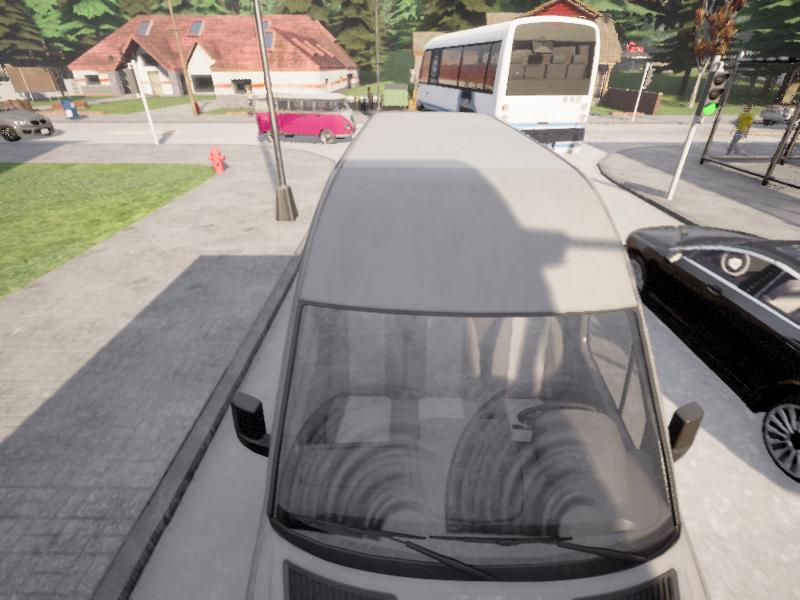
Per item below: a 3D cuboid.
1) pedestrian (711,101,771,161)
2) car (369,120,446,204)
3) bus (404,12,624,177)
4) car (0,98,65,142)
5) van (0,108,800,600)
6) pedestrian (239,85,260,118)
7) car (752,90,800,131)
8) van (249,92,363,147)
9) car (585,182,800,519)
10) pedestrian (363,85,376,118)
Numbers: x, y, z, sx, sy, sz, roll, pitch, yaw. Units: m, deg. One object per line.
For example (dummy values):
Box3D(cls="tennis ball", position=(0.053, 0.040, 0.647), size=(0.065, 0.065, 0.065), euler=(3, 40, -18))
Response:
Box3D(cls="pedestrian", position=(11.859, -5.896, 13.982), size=(0.751, 1.860, 0.751), euler=(0, 30, 0))
Box3D(cls="car", position=(0.064, -4.075, 11.433), size=(1.789, 1.549, 3.705), euler=(-2, 30, -4))
Box3D(cls="bus", position=(3.269, -8.487, 16.304), size=(3.944, 4.253, 10.273), euler=(-6, 31, -11))
Box3D(cls="car", position=(-19.239, -8.510, 18.867), size=(4.611, 1.667, 2.242), euler=(0, 30, 1))
Box3D(cls="van", position=(0.336, 0.038, 3.429), size=(1.988, 2.561, 5.915), euler=(1, 30, 1))
Box3D(cls="pedestrian", position=(-9.710, -12.859, 25.874), size=(0.751, 1.860, 0.751), euler=(-2, 30, -4))
Box3D(cls="car", position=(22.802, -10.415, 21.974), size=(4.605, 1.855, 1.932), euler=(0, 30, -1))
Box3D(cls="van", position=(-4.119, -8.150, 17.960), size=(4.442, 1.987, 1.775), euler=(6, 31, 10))
Box3D(cls="car", position=(4.189, 0.126, 4.296), size=(2.128, 1.511, 4.902), euler=(0, 30, 1))
Box3D(cls="pedestrian", position=(-1.946, -12.894, 25.943), size=(0.751, 1.860, 0.751), euler=(0, 30, 0))
